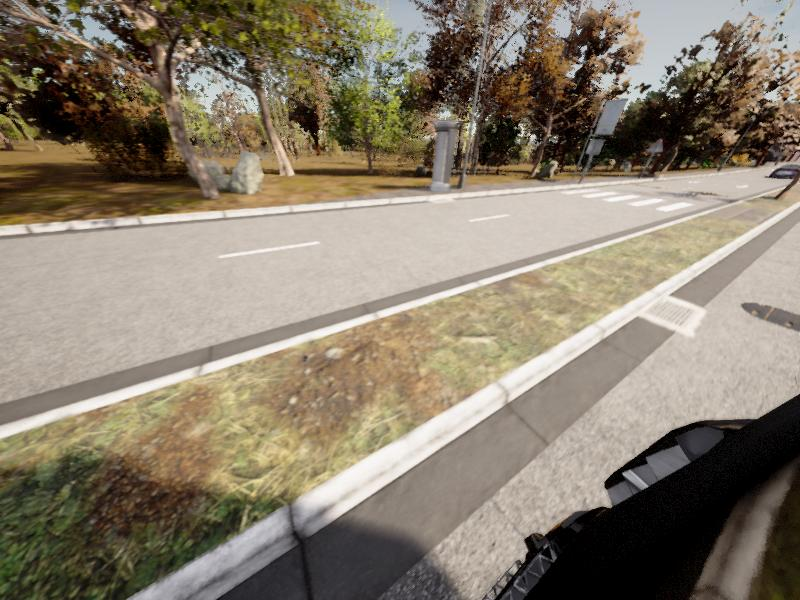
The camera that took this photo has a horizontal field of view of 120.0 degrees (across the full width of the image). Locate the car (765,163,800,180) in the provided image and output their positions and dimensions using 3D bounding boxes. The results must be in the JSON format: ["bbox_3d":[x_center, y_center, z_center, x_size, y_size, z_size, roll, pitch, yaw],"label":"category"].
[{"bbox_3d":[50.208,-16.659,29.924,4.856,1.649,2.033,-17,39,-25],"label":"car"}]
